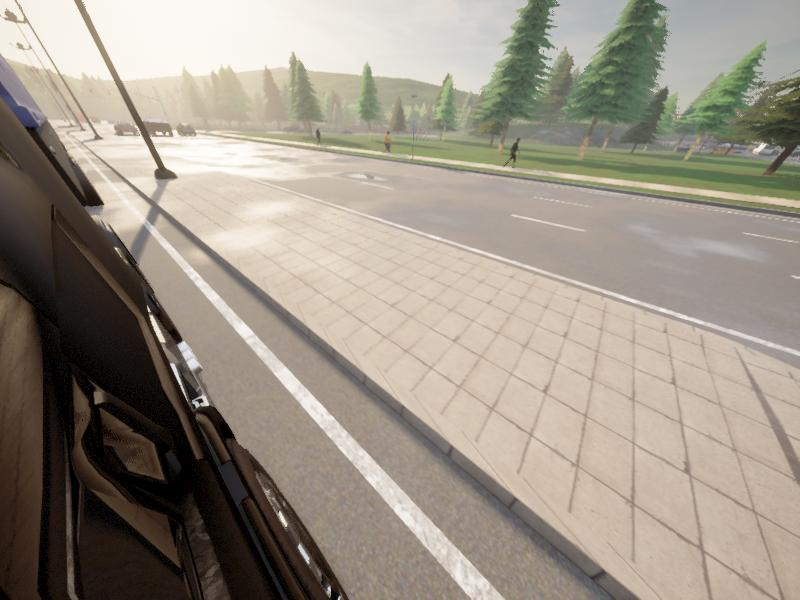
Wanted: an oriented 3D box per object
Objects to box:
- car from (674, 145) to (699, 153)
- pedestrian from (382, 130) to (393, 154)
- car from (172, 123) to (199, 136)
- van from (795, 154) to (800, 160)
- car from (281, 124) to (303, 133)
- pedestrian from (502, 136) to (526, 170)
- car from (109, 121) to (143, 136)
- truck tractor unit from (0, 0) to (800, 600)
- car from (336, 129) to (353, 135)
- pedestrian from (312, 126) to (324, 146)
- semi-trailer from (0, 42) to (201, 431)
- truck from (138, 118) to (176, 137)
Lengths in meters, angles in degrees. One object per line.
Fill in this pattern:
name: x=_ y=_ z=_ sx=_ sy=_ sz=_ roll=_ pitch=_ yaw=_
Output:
car: x=69.334 y=-36.548 z=55.882 sx=4.718 sy=1.301 sz=1.895 roll=-11 pitch=39 yaw=-17
pedestrian: x=-1.175 y=-14.819 z=21.690 sx=0.751 sy=1.860 sz=0.751 roll=29 pitch=44 yaw=31
car: x=-35.306 y=-28.036 z=38.018 sx=3.988 sy=1.617 sz=1.851 roll=28 pitch=43 yaw=30
van: x=81.074 y=-28.565 z=45.197 sx=2.069 sy=2.038 sz=4.480 roll=28 pitch=44 yaw=30
car: x=-33.720 y=-53.684 z=72.329 sx=2.150 sy=2.045 sz=5.566 roll=28 pitch=44 yaw=30
pedestrian: x=7.767 y=-10.016 z=15.739 sx=0.751 sy=1.860 sz=0.751 roll=29 pitch=44 yaw=31
car: x=-40.130 y=-25.143 z=33.822 sx=5.027 sy=1.651 sz=2.152 roll=28 pitch=43 yaw=30
truck tractor unit: x=-2.645 y=-0.295 z=0.352 sx=6.516 sy=4.208 sz=3.053 roll=28 pitch=44 yaw=30
car: x=-17.891 y=-54.462 z=74.806 sx=2.128 sy=1.511 sz=4.902 roll=28 pitch=44 yaw=30
pedestrian: x=-9.647 y=-19.361 z=27.317 sx=0.751 sy=1.860 sz=0.751 roll=28 pitch=44 yaw=30
semi-trailer: x=-8.700 y=-3.586 z=4.252 sx=14.254 sy=4.402 sz=2.717 roll=28 pitch=44 yaw=30
truck: x=-37.584 y=-26.719 z=35.696 sx=6.274 sy=2.098 sz=2.390 roll=28 pitch=43 yaw=30
